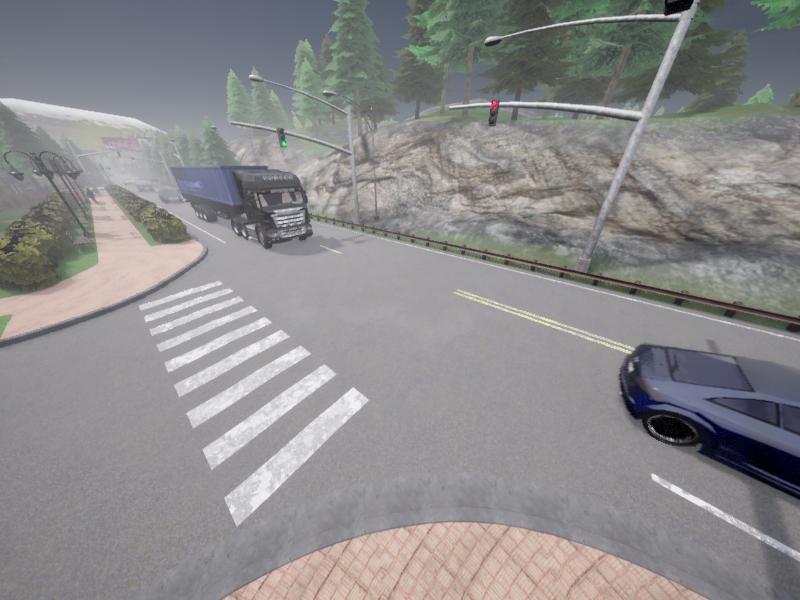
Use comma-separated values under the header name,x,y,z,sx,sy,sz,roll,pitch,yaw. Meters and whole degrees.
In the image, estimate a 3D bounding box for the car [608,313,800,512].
name,x,y,z,sx,sy,sz,roll,pitch,yaw
car,6.154,1.939,3.487,4.181,1.385,1.994,23,37,34

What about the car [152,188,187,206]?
name,x,y,z,sx,sy,sz,roll,pitch,yaw
car,-29.738,-13.409,29.809,4.856,1.649,2.033,23,37,34

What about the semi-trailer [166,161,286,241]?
name,x,y,z,sx,sy,sz,roll,pitch,yaw
semi-trailer,-14.430,-8.477,18.485,14.254,4.402,2.717,23,37,34

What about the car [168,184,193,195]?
name,x,y,z,sx,sy,sz,roll,pitch,yaw
car,-37.716,-19.030,39.681,4.892,1.490,1.837,23,37,34

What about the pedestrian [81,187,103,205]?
name,x,y,z,sx,sy,sz,roll,pitch,yaw
pedestrian,-36.073,-12.153,27.049,0.751,1.860,0.751,15,33,24

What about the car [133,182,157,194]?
name,x,y,z,sx,sy,sz,roll,pitch,yaw
car,-46.814,-20.604,42.391,4.902,1.511,2.128,23,37,34

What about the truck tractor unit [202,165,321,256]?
name,x,y,z,sx,sy,sz,roll,pitch,yaw
truck tractor unit,-8.393,-5.812,14.102,6.516,4.208,3.053,23,37,34
